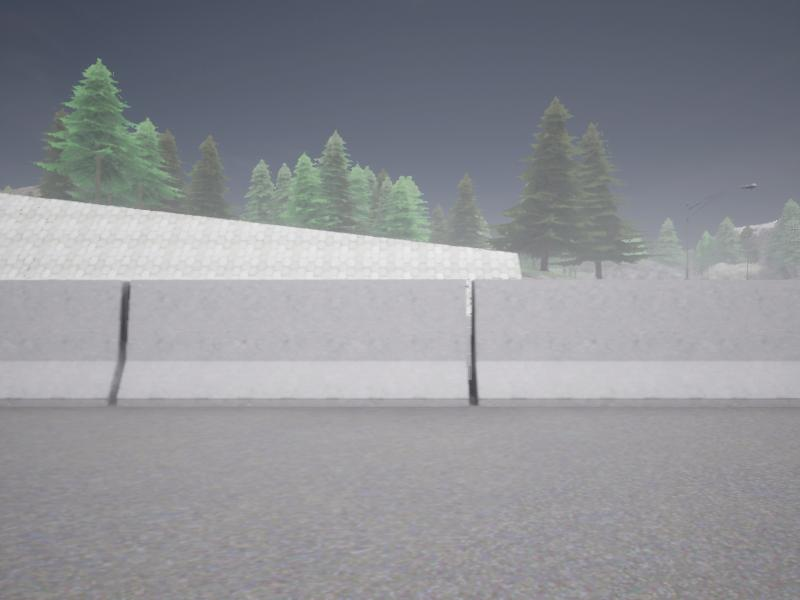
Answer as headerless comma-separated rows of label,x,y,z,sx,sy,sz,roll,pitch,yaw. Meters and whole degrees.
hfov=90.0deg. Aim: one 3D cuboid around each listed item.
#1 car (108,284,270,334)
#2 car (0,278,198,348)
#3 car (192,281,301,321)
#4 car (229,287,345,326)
car,-6.521,0.258,12.698,4.193,1.474,1.816,0,0,0
car,-7.431,0.274,9.199,4.674,1.442,1.812,0,0,0
car,-7.445,0.059,19.698,4.605,1.855,1.932,0,0,0
car,-4.439,0.257,16.197,4.193,1.474,1.816,0,0,0
